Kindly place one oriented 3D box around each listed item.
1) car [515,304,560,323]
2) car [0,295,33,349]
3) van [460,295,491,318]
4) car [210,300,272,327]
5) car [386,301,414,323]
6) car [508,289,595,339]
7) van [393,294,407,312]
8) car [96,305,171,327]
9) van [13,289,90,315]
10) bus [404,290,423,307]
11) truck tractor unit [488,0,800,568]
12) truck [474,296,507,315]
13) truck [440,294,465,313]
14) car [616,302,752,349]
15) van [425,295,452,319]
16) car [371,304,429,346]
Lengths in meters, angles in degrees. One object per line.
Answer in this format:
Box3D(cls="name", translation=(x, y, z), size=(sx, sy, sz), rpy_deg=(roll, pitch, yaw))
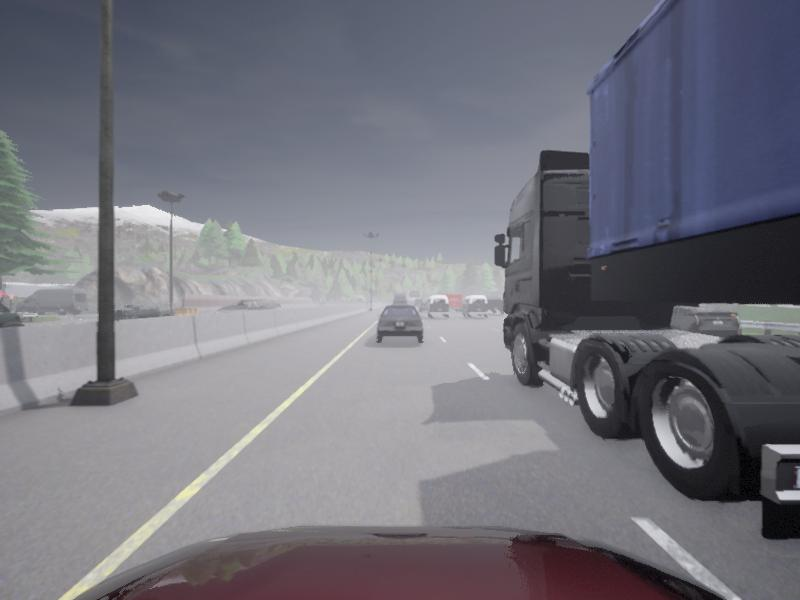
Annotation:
Box3D(cls="car", translation=(10.499, 0.980, 30.990), size=(1.895, 1.301, 4.718), rpy_deg=(0, 0, 0))
Box3D(cls="car", translation=(-14.001, 0.707, 11.851), size=(2.097, 1.767, 4.553), rpy_deg=(0, 0, 0))
Box3D(cls="van", translation=(7.001, 0.615, 37.594), size=(2.069, 2.038, 4.480), rpy_deg=(0, 0, 0))
Box3D(cls="car", translation=(-10.500, 0.812, 26.842), size=(2.152, 1.651, 5.027), rpy_deg=(0, 0, 0))
Box3D(cls="car", translation=(-0.001, 0.862, 31.272), size=(2.038, 1.542, 4.974), rpy_deg=(0, 0, 0))
Box3D(cls="car", translation=(7.000, 0.588, 19.281), size=(2.150, 2.045, 5.566), rpy_deg=(0, 0, 0))
Box3D(cls="van", translation=(0.002, 0.391, 59.502), size=(1.988, 2.561, 5.915), rpy_deg=(0, 0, 0))
Box3D(cls="car", translation=(-17.501, 0.975, 26.610), size=(1.895, 1.301, 4.718), rpy_deg=(0, 0, 0))
Box3D(cls="van", translation=(-34.825, 0.172, 40.078), size=(5.915, 2.561, 1.988), rpy_deg=(0, 0, 0))
Box3D(cls="bus", translation=(3.336, -0.419, 102.489), size=(3.944, 4.253, 10.273), rpy_deg=(0, 0, -2))
Box3D(cls="truck tractor unit", translation=(3.492, -0.518, 5.647), size=(3.053, 4.208, 6.516), rpy_deg=(0, 0, 0))
Box3D(cls="truck", translation=(10.497, 0.597, 46.859), size=(2.390, 2.098, 6.274), rpy_deg=(0, 0, 0))
Box3D(cls="truck", translation=(7.009, 0.420, 54.313), size=(2.627, 2.467, 5.204), rpy_deg=(0, 0, -1))
Box3D(cls="car", translation=(10.500, 0.846, 15.341), size=(2.007, 1.525, 4.514), rpy_deg=(0, 0, 0))
Box3D(cls="van", translation=(3.499, 0.615, 37.411), size=(2.069, 2.038, 4.480), rpy_deg=(0, 0, 0))
Box3D(cls="car", translation=(0.003, 0.914, 16.759), size=(2.033, 1.411, 5.357), rpy_deg=(0, 0, 0))
